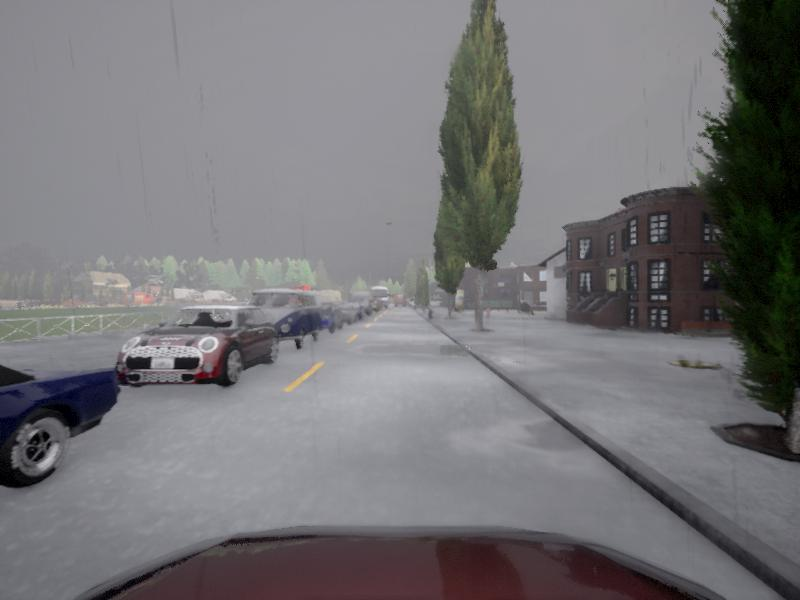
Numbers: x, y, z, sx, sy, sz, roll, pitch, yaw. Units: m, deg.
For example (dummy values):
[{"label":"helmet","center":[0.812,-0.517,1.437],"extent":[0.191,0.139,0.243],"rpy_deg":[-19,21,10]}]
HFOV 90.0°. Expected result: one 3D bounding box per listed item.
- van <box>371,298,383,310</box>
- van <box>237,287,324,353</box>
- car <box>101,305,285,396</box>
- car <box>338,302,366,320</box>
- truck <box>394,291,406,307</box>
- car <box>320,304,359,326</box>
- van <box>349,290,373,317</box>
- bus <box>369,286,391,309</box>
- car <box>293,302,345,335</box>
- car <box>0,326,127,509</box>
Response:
[{"label":"van","center":[-3.982,0.619,69.224],"extent":[1.775,1.987,4.442],"rpy_deg":[0,0,0]},{"label":"van","center":[-3.995,0.603,14.181],"extent":[1.775,1.987,4.442],"rpy_deg":[0,0,0]},{"label":"car","center":[-3.999,0.856,8.565],"extent":[1.970,1.475,3.806],"rpy_deg":[0,0,0]},{"label":"car","center":[-3.990,0.880,34.011],"extent":[1.812,1.442,4.674],"rpy_deg":[0,0,0]},{"label":"truck","center":[0.031,-0.294,100.667],"extent":[2.891,3.827,8.468],"rpy_deg":[0,0,0]},{"label":"car","center":[-3.992,0.952,27.042],"extent":[1.895,1.301,4.718],"rpy_deg":[0,0,0]},{"label":"van","center":[-3.994,0.336,41.896],"extent":[1.988,2.561,5.915],"rpy_deg":[0,0,0]},{"label":"bus","center":[-3.858,-0.514,80.202],"extent":[3.944,4.253,10.273],"rpy_deg":[0,0,0]},{"label":"car","center":[-3.993,0.861,20.496],"extent":[1.816,1.474,4.193],"rpy_deg":[0,0,0]},{"label":"car","center":[-3.998,0.945,2.117],"extent":[1.895,1.301,4.718],"rpy_deg":[0,0,0]}]
